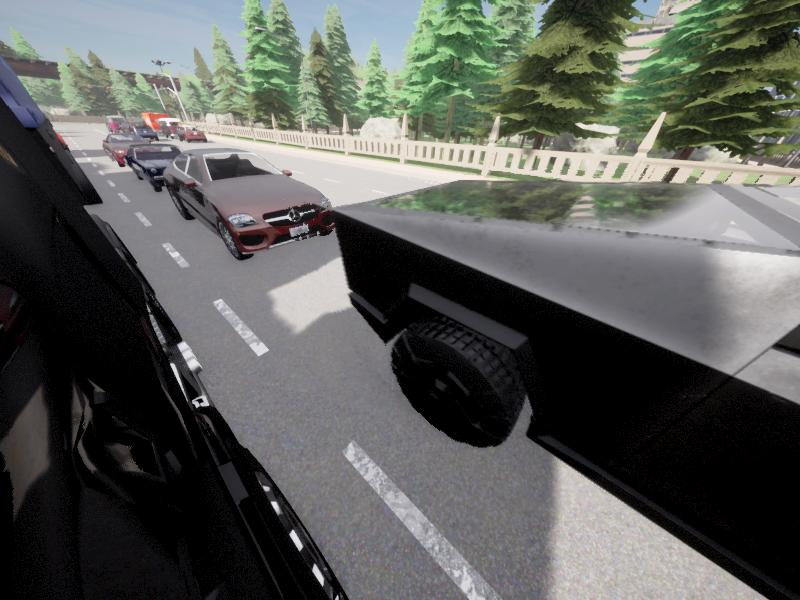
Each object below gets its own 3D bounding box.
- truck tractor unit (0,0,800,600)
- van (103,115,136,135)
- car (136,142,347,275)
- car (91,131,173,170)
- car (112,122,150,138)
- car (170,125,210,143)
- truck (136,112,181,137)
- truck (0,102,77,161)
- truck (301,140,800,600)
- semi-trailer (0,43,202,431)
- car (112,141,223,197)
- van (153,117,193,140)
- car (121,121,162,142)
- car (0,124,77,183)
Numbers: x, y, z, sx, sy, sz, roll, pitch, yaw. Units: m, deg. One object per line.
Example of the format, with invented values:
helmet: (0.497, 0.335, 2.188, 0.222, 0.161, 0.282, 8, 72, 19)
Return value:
truck tractor unit: (-2.645, -0.295, 0.351, 6.516, 4.208, 3.053, 28, 44, 30)
van: (-38.289, -23.877, 31.546, 4.442, 1.987, 1.775, 28, 44, 30)
car: (-3.838, -2.608, 5.534, 5.027, 1.651, 2.152, 28, 44, 30)
car: (-14.742, -8.316, 12.705, 4.181, 1.385, 1.994, 27, 43, 29)
car: (-32.865, -20.742, 28.184, 5.357, 1.411, 2.033, 28, 44, 30)
car: (-23.141, -18.325, 25.484, 3.806, 1.475, 1.970, 28, 44, 30)
truck: (-33.209, -24.106, 31.762, 5.204, 2.467, 2.627, 28, 44, 30)
truck: (-21.901, -9.858, 13.399, 5.204, 2.467, 2.627, 28, 44, 30)
truck: (2.512, 0.585, 1.260, 6.274, 2.098, 2.390, 28, 44, 30)
semi-trailer: (-8.697, -3.605, 4.230, 14.254, 4.402, 2.717, 28, 44, 30)
car: (-9.291, -5.384, 9.182, 4.718, 1.301, 1.895, 28, 44, 30)
van: (-27.910, -21.101, 28.430, 4.480, 2.038, 2.069, 28, 44, 30)
car: (-27.692, -18.069, 24.751, 3.988, 1.617, 1.851, 28, 44, 30)
car: (-16.093, -6.414, 9.864, 5.238, 1.638, 1.930, 28, 44, 30)
